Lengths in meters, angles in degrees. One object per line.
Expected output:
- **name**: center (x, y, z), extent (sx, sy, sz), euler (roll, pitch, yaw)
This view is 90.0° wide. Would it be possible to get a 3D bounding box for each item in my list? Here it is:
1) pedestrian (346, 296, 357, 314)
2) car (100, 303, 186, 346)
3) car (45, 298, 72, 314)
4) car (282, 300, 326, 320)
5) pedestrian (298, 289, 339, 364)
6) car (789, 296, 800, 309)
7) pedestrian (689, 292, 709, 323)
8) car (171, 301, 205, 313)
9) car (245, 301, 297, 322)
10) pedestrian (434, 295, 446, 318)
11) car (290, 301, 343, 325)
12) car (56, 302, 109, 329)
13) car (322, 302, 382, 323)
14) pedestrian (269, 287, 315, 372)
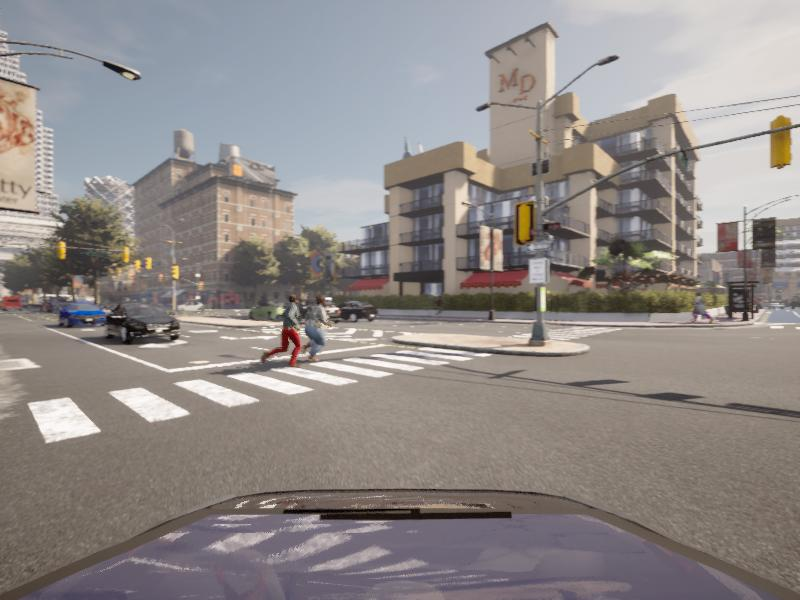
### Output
- **pedestrian**: center (-5.008, 0.531, 41.392), extent (0.751, 1.860, 0.751), euler (0, 0, 43)
- **car**: center (-10.756, 0.892, 16.557), extent (4.892, 1.490, 1.837), euler (0, 0, 43)
- **car**: center (-47.319, 0.765, 55.396), extent (5.566, 2.045, 2.150), euler (0, 0, 43)
- **car**: center (-8.425, 0.841, 34.889), extent (3.988, 1.617, 1.851), euler (0, 0, 43)
- **pedestrian**: center (-2.105, 0.652, 10.340), extent (0.751, 1.860, 0.751), euler (0, 0, -44)
- **car**: center (63.909, 0.410, 63.145), extent (2.150, 2.045, 5.566), euler (0, 0, 28)
- **pedestrian**: center (18.021, 0.444, 24.113), extent (0.751, 1.860, 0.751), euler (0, 0, 21)
- **car**: center (-28.999, 0.959, 54.811), extent (1.845, 1.501, 3.633), euler (0, 0, 43)
- **car**: center (-10.330, 0.885, 31.866), extent (4.514, 1.525, 2.007), euler (0, 0, 43)
- **pedestrian**: center (3.288, 0.498, 32.931), extent (0.751, 1.860, 0.751), euler (0, 0, 41)
- **car**: center (-5.801, 0.854, 27.657), extent (3.705, 1.549, 1.789), euler (0, 0, 43)
- **car**: center (-20.170, 0.907, 25.327), extent (5.008, 1.535, 1.882), euler (0, 0, 43)
- **car**: center (-3.771, 0.879, 30.550), extent (4.892, 1.490, 1.837), euler (0, 0, 43)
- **pedestrian**: center (-2.514, 0.653, 9.323), extent (0.751, 1.860, 0.751), euler (0, 0, 40)
